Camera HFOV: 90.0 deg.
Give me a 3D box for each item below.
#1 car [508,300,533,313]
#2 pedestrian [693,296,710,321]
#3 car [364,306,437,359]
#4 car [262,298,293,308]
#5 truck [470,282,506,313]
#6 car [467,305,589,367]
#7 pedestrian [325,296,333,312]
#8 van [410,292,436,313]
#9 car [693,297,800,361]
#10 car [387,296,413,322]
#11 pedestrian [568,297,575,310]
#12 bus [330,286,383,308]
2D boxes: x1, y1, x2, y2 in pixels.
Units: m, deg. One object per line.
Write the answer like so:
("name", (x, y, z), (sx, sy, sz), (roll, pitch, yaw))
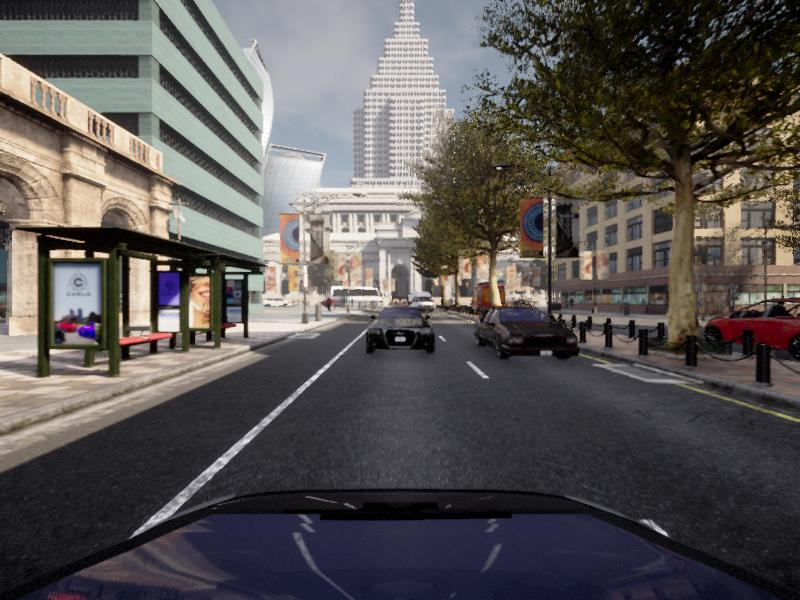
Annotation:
("car", (14.996, 0.781, 50.037), (1.851, 1.617, 3.988), (0, 0, 0))
("pedestrian", (22.893, 0.632, 30.386), (0.751, 1.860, 0.751), (0, 0, 4))
("car", (0.014, 0.906, 12.991), (1.994, 1.385, 4.181), (0, 0, 0))
("car", (-24.375, 0.559, 79.934), (5.566, 2.045, 2.150), (0, 0, 0))
("truck", (11.499, -0.329, 53.068), (2.891, 3.827, 8.468), (0, 0, 0))
("car", (3.512, 0.893, 12.244), (2.033, 1.411, 5.357), (0, 0, 0))
("pedestrian", (-8.205, 0.478, 46.241), (0.751, 1.860, 0.751), (0, 0, 5))
("van", (2.789, 0.315, 50.519), (1.988, 2.561, 5.915), (1, 0, -10))
("car", (11.479, 0.754, 11.829), (2.242, 1.667, 4.611), (0, 0, 0))
("car", (0.002, 0.642, 30.317), (1.905, 1.878, 3.866), (0, 0, 0))
("pedestrian", (24.670, 0.477, 57.524), (0.751, 1.860, 0.751), (0, 0, 2))
("bus", (-8.570, -0.550, 79.999), (10.273, 4.253, 3.944), (0, 0, 0))
